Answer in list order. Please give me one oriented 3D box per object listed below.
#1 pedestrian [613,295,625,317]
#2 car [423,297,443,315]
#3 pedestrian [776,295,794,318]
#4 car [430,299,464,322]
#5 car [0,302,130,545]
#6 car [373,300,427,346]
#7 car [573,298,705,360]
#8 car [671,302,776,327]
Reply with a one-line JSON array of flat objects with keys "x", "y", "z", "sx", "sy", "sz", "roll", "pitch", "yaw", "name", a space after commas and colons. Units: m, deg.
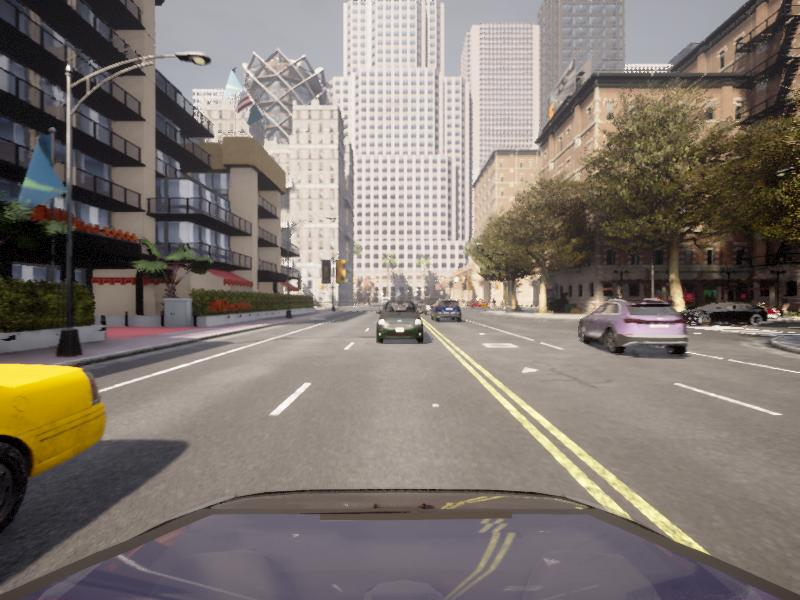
[{"x": 18.737, "y": 0.495, "z": 34.273, "sx": 0.751, "sy": 1.860, "sz": 0.751, "roll": 0, "pitch": 0, "yaw": 15, "name": "pedestrian"}, {"x": 3.498, "y": 0.659, "z": 43.188, "sx": 1.905, "sy": 1.878, "sz": 3.866, "roll": 0, "pitch": 0, "yaw": 0, "name": "car"}, {"x": 31.660, "y": 0.495, "z": 32.909, "sx": 0.751, "sy": 1.860, "sz": 0.751, "roll": 0, "pitch": 0, "yaw": 11, "name": "pedestrian"}, {"x": 3.490, "y": 0.783, "z": 30.697, "sx": 2.033, "sy": 1.649, "sz": 4.856, "roll": 0, "pitch": -1, "yaw": -1, "name": "car"}, {"x": -3.501, "y": 0.802, "z": 1.166, "sx": 1.801, "sy": 1.575, "sz": 5.366, "roll": 0, "pitch": 0, "yaw": 0, "name": "car"}, {"x": -0.002, "y": 0.793, "z": 15.889, "sx": 1.851, "sy": 1.617, "sz": 3.988, "roll": 0, "pitch": 0, "yaw": 0, "name": "car"}, {"x": 7.405, "y": 0.782, "z": 13.101, "sx": 2.033, "sy": 1.649, "sz": 4.856, "roll": -1, "pitch": 0, "yaw": 9, "name": "car"}, {"x": 20.380, "y": 0.859, "z": 25.410, "sx": 4.792, "sy": 1.488, "sz": 2.163, "roll": 0, "pitch": 0, "yaw": 4, "name": "car"}]
